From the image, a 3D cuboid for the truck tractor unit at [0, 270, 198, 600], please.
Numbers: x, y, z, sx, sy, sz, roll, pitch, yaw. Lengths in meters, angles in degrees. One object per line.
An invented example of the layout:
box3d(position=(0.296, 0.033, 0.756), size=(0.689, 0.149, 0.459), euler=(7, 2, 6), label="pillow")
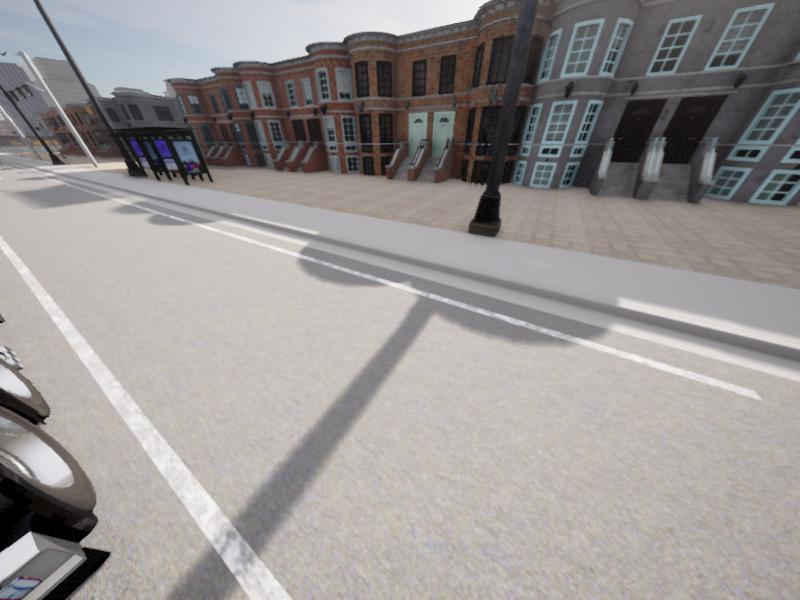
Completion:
box3d(position=(-5.123, -0.288, 0.765), size=(6.516, 4.208, 3.053), euler=(18, 39, 24), label="truck tractor unit")
